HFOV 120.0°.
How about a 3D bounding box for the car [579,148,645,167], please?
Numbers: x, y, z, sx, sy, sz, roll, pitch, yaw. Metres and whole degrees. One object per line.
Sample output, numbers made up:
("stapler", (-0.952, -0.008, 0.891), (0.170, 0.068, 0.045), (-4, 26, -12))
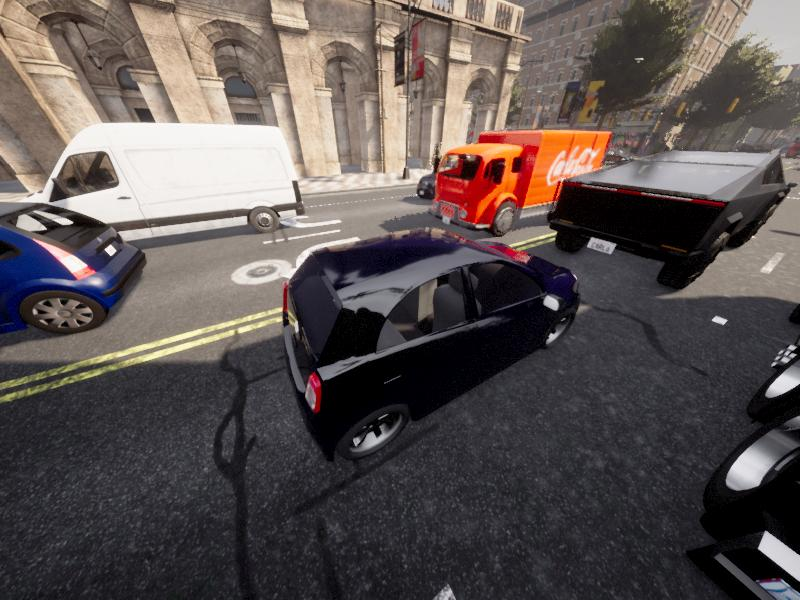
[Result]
("car", (23.843, -16.263, 26.198), (2.128, 1.511, 4.902), (-18, 39, -24))

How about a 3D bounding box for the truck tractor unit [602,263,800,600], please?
("truck tractor unit", (5.107, -0.304, 0.785), (6.516, 4.208, 3.053), (-18, 39, -24))

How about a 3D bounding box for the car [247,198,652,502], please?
("car", (0.565, -0.045, 2.727), (3.633, 1.501, 1.845), (-18, 39, -24))

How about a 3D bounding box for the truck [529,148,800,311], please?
("truck", (6.360, -2.163, 5.312), (6.274, 2.098, 2.390), (-18, 39, -24))

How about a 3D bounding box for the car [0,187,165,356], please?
("car", (-6.145, -0.215, 2.854), (3.988, 1.617, 1.851), (-18, 39, -24))

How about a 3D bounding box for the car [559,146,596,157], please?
("car", (31.073, -26.195, 40.569), (1.812, 1.442, 4.674), (-18, 39, -24))

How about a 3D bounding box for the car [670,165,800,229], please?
("car", (12.255, -3.857, 8.333), (3.806, 1.475, 1.970), (-18, 39, -25))

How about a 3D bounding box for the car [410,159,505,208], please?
("car", (2.501, -5.298, 10.280), (3.633, 1.501, 1.845), (-18, 39, -24))

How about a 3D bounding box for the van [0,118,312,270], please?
("van", (-5.825, -3.006, 6.048), (5.915, 2.561, 1.988), (-18, 39, -24))

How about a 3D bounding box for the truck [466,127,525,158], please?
("truck", (15.194, -25.796, 37.797), (2.891, 3.827, 8.468), (-18, 39, -24))

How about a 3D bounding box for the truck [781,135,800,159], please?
("truck", (65.877, -24.896, 36.873), (8.468, 3.827, 2.891), (-18, 39, -25))

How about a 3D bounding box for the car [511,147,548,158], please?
("car", (20.498, -23.492, 36.740), (1.895, 1.301, 4.718), (-18, 39, -24))

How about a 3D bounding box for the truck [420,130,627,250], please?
("truck", (3.570, -3.728, 7.188), (5.204, 2.467, 2.627), (-19, 39, -24))

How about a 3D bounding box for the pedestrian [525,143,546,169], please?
("pedestrian", (11.648, -12.372, 19.907), (0.751, 1.860, 0.751), (-13, 37, -18))
